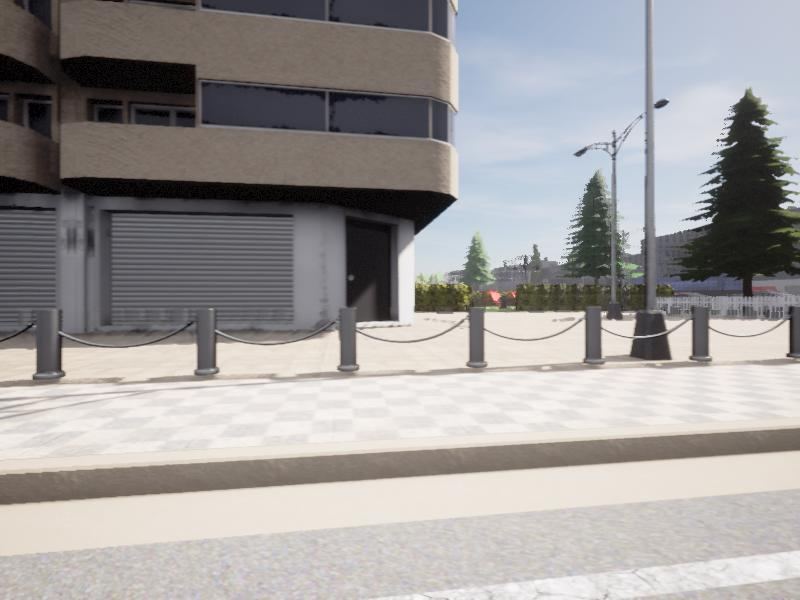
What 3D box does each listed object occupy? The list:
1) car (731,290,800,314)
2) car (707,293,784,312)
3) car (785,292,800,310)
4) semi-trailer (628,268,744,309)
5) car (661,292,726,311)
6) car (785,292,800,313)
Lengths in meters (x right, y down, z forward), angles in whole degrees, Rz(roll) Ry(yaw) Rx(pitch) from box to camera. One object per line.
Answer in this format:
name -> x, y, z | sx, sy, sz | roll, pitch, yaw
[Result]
car -> 27.683, 0.138, 29.577 | 2.033, 1.649, 4.856 | 0, 0, -9
car -> 30.344, 0.193, 35.373 | 2.128, 1.511, 4.902 | 0, 0, -9
car -> 37.464, 0.117, 35.110 | 1.930, 1.638, 5.238 | 0, 0, -9
semi-trailer -> 35.092, -1.268, 50.516 | 2.717, 4.402, 14.254 | 0, 0, -9
car -> 26.627, 0.118, 36.532 | 2.242, 1.667, 4.611 | 0, 0, -9
car -> 31.299, 0.184, 29.074 | 2.007, 1.525, 4.514 | 0, 0, -9
